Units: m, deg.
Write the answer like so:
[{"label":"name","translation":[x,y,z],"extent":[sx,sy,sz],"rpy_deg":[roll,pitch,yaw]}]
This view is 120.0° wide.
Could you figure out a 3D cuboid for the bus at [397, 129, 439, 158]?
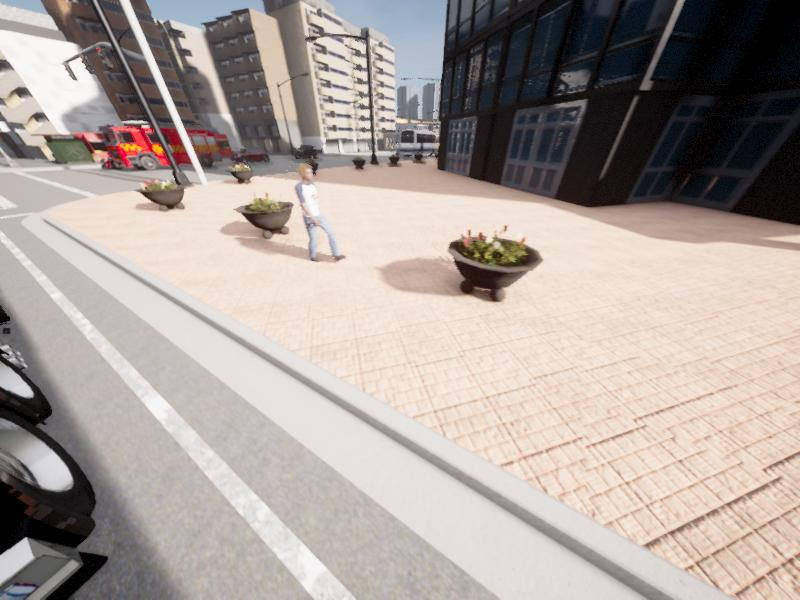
[{"label":"bus","translation":[3.668,-30.751,45.510],"extent":[3.944,4.253,10.273],"rpy_deg":[18,38,24]}]

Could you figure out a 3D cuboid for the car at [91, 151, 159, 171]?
[{"label":"car","translation":[-27.874,-14.264,23.561],"extent":[1.970,1.475,3.806],"rpy_deg":[18,38,24]}]

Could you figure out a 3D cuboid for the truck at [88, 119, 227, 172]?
[{"label":"truck","translation":[-23.525,-15.568,23.398],"extent":[2.891,3.827,8.468],"rpy_deg":[18,38,24]}]

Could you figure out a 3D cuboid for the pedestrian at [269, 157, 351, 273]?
[{"label":"pedestrian","translation":[-1.560,-1.556,4.313],"extent":[0.751,1.860,0.751],"rpy_deg":[14,37,20]}]

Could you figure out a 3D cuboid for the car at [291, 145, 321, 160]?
[{"label":"car","translation":[-14.858,-23.368,36.631],"extent":[1.905,1.878,3.866],"rpy_deg":[17,38,24]}]

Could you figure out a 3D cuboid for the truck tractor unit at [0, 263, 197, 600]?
[{"label":"truck tractor unit","translation":[-5.110,-0.302,0.781],"extent":[6.516,4.208,3.053],"rpy_deg":[18,39,24]}]

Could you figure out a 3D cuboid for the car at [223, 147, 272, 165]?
[{"label":"car","translation":[-19.482,-18.708,29.819],"extent":[2.097,1.767,4.553],"rpy_deg":[18,38,24]}]
